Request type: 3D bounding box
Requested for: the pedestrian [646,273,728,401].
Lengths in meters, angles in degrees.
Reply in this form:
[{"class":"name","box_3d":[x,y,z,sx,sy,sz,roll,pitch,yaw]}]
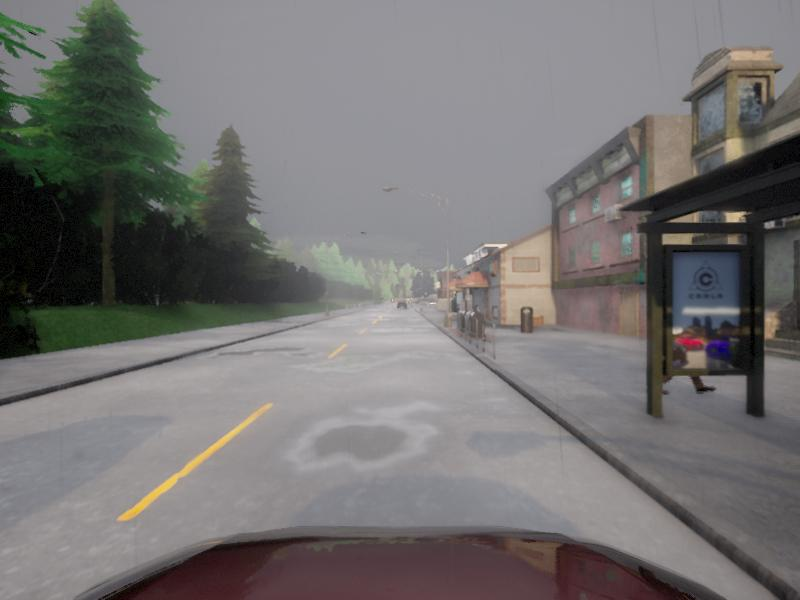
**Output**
[{"class":"pedestrian","box_3d":[4.428,0.540,6.232,0.751,1.860,0.751,0,0,3]}]
